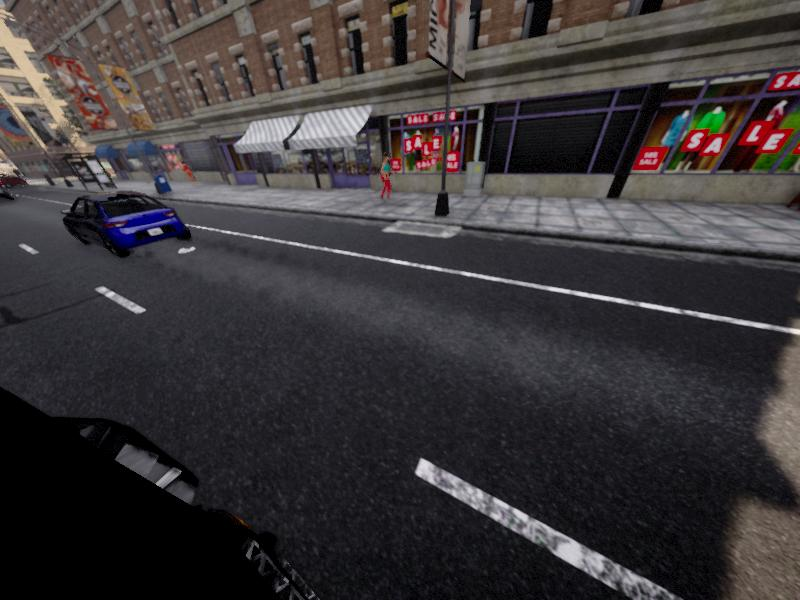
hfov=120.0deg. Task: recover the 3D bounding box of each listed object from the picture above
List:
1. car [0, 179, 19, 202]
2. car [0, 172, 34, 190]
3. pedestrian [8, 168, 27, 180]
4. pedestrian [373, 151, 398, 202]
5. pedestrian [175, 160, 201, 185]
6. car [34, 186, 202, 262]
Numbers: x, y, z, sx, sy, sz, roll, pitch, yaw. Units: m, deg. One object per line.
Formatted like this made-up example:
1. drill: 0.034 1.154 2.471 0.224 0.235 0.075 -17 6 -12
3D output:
1. car: -32.791 -8.584 18.109 4.514 1.525 2.007 14 37 24
2. car: -49.014 -14.804 28.737 1.789 1.549 3.705 -17 36 -18
3. pedestrian: -70.260 -23.195 42.468 0.751 1.860 0.751 4 34 10
4. pedestrian: -0.597 -5.293 9.974 0.751 1.860 0.751 6 35 13
5. pedestrian: -18.497 -11.145 20.208 0.751 1.860 0.751 12 36 21
6. car: -8.574 -2.512 7.088 4.193 1.474 1.816 14 37 24
